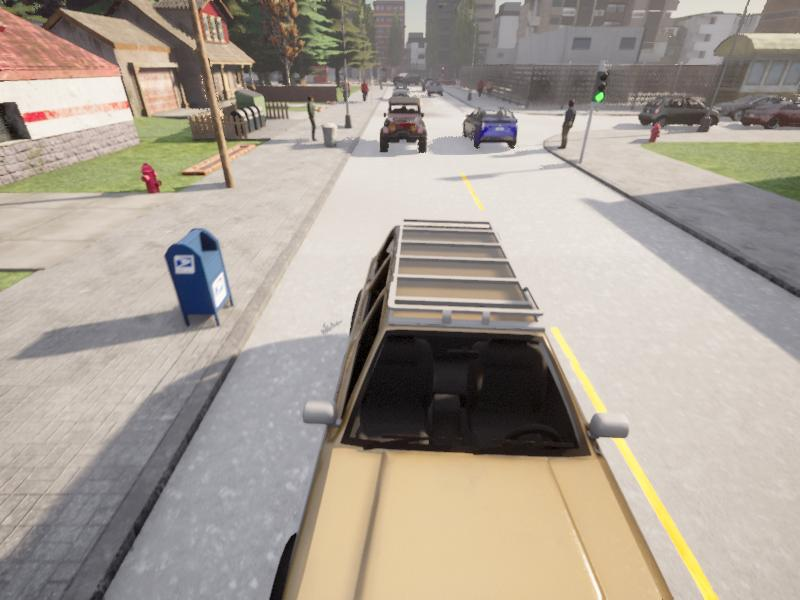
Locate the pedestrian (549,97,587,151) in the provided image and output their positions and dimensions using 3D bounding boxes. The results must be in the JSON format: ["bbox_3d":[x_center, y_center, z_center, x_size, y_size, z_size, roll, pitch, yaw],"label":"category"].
[{"bbox_3d":[6.691,-7.037,16.016,0.751,1.860,0.751,-16,34,-25],"label":"pedestrian"}]

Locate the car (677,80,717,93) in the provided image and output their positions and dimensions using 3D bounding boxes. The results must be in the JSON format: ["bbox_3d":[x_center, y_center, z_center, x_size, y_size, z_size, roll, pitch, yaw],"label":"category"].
[{"bbox_3d":[39.443,-28.411,53.230,3.633,1.501,1.845,0,30,0],"label":"car"}]

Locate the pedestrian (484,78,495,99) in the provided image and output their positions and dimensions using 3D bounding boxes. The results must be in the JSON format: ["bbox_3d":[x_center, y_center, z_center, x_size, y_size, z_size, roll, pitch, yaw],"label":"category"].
[{"bbox_3d":[9.327,-22.005,41.640,0.751,1.860,0.751,0,30,0],"label":"pedestrian"}]

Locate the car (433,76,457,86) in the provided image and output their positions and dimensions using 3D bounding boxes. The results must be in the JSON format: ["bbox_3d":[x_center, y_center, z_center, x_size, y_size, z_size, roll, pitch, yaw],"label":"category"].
[{"bbox_3d":[8.136,-39.485,72.090,3.988,1.617,1.851,-17,34,-27],"label":"car"}]

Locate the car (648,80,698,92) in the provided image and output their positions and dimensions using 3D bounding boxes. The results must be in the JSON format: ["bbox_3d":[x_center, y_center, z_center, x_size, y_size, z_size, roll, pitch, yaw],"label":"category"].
[{"bbox_3d":[39.041,-30.719,57.302,5.357,1.415,2.033,0,30,0],"label":"car"}]

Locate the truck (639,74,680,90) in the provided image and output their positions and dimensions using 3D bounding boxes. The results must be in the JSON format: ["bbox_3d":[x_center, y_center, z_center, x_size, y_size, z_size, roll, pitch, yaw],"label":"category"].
[{"bbox_3d":[39.214,-32.985,60.564,4.478,2.038,2.069,0,30,0],"label":"truck"}]

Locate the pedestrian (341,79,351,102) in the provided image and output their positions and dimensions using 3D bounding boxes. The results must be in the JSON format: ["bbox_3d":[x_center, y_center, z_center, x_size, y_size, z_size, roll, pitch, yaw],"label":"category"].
[{"bbox_3d":[-5.053,-19.762,37.740,0.751,1.860,0.751,0,30,0],"label":"pedestrian"}]

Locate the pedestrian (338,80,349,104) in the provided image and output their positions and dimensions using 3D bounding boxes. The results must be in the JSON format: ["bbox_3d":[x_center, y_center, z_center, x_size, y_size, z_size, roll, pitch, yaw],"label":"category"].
[{"bbox_3d":[-5.035,-18.689,35.903,0.751,1.860,0.751,0,30,-1],"label":"pedestrian"}]

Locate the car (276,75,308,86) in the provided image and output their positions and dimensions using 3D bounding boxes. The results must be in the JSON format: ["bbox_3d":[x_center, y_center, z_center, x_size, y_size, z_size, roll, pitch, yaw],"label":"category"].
[{"bbox_3d":[-19.590,-39.937,72.700,5.027,1.651,2.152,0,30,0],"label":"car"}]

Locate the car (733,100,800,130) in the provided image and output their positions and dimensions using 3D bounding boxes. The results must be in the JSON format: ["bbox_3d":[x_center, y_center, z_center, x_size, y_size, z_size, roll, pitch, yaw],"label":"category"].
[{"bbox_3d":[22.286,-10.665,23.052,4.181,1.385,1.994,0,30,-1],"label":"car"}]

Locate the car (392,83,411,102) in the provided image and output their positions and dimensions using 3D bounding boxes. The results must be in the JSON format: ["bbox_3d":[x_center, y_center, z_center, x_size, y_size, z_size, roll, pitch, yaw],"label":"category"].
[{"bbox_3d":[0.123,-21.291,41.023,1.816,1.474,4.193,0,30,0],"label":"car"}]

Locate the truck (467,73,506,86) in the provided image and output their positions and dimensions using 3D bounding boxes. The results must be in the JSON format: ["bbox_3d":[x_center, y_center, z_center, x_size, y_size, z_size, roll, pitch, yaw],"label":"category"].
[{"bbox_3d":[15.642,-40.037,72.587,6.274,2.098,2.390,0,30,0],"label":"truck"}]

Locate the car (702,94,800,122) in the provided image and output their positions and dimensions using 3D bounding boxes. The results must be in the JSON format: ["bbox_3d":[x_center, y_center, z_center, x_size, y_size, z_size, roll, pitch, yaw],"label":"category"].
[{"bbox_3d":[23.449,-12.757,26.497,4.902,1.511,2.128,0,30,0],"label":"car"}]

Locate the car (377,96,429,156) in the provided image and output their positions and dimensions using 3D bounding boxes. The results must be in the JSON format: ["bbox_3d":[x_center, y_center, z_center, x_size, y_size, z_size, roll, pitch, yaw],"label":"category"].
[{"bbox_3d":[0.156,-7.466,16.939,1.905,1.878,3.866,1,30,1],"label":"car"}]

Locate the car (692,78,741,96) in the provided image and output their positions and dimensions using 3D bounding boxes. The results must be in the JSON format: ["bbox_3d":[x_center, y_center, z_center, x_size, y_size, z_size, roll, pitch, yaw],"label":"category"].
[{"bbox_3d":[38.506,-25.980,48.725,3.866,1.878,1.905,0,30,0],"label":"car"}]

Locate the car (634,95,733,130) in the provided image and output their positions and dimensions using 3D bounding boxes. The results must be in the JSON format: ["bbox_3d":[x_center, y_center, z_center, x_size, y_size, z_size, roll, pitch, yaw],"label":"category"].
[{"bbox_3d":[16.162,-10.817,23.042,3.988,1.617,1.851,0,30,0],"label":"car"}]

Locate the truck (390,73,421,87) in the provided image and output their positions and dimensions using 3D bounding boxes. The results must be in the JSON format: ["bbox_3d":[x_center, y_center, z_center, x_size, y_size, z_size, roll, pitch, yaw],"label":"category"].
[{"bbox_3d":[1.056,-39.004,70.742,2.390,2.098,6.274,18,34,28],"label":"truck"}]

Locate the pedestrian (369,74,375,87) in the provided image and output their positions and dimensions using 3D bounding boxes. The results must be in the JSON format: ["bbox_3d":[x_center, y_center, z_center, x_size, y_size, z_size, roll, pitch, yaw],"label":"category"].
[{"bbox_3d":[-4.490,-35.284,64.324,0.751,1.860,0.751,-5,31,-9],"label":"pedestrian"}]

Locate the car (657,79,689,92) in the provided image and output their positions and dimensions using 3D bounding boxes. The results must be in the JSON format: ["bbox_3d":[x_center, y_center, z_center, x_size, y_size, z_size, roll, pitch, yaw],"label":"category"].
[{"bbox_3d":[38.880,-30.667,57.069,1.789,1.547,3.705,0,30,0],"label":"car"}]

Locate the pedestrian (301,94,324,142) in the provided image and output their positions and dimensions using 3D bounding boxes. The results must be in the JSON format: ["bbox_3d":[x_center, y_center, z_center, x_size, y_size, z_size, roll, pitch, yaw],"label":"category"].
[{"bbox_3d":[-3.846,-8.010,17.623,0.751,1.860,0.751,-7,31,-12],"label":"pedestrian"}]

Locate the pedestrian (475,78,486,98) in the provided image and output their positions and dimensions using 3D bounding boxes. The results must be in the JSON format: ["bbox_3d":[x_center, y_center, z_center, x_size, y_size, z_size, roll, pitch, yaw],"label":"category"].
[{"bbox_3d":[8.640,-22.750,42.930,0.751,1.860,0.751,-1,30,-2],"label":"pedestrian"}]

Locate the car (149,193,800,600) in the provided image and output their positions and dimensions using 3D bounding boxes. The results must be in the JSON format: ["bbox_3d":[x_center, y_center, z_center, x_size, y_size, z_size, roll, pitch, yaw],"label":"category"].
[{"bbox_3d":[0.387,0.698,3.099,1.932,1.855,4.605,2,29,2],"label":"car"}]

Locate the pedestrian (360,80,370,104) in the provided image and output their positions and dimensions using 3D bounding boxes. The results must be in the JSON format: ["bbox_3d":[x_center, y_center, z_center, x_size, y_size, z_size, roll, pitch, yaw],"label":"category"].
[{"bbox_3d":[-3.188,-18.802,36.106,0.751,1.860,0.751,1,30,1],"label":"pedestrian"}]

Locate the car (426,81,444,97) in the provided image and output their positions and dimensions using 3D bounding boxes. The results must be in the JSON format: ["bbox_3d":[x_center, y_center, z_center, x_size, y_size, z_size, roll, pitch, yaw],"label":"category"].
[{"bbox_3d":[4.139,-25.154,47.599,1.845,1.501,3.633,0,30,0],"label":"car"}]

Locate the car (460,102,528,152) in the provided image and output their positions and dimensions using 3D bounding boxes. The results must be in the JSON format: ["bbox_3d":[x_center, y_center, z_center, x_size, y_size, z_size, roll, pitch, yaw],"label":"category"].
[{"bbox_3d":[4.069,-7.966,18.176,2.007,1.525,4.514,0,30,0],"label":"car"}]

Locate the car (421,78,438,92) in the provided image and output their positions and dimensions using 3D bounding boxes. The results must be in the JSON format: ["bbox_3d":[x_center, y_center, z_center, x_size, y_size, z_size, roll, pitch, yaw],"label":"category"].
[{"bbox_3d":[4.157,-30.321,56.355,2.033,1.649,4.856,0,30,0],"label":"car"}]
